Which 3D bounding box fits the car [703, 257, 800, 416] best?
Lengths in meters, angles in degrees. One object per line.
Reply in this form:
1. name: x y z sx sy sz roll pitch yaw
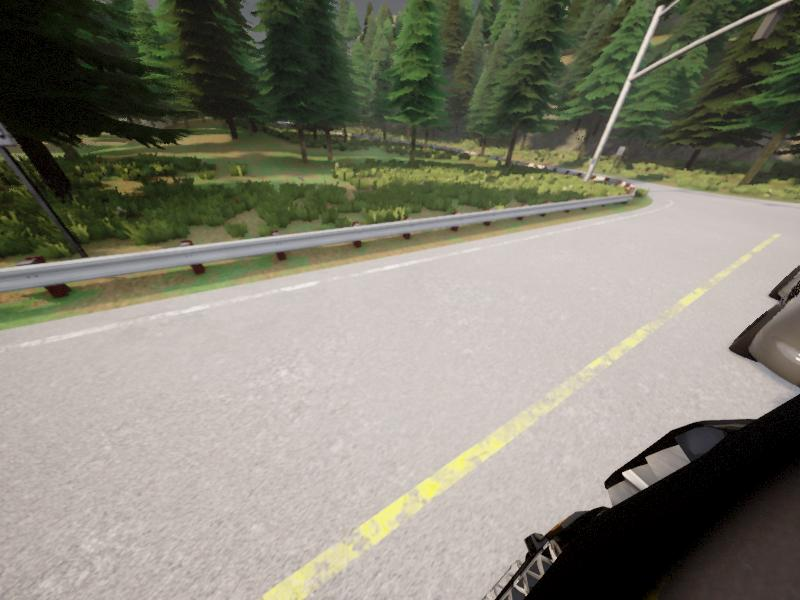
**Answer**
1. car: 6.312 0.131 2.566 4.611 1.667 2.242 -16 38 -25
